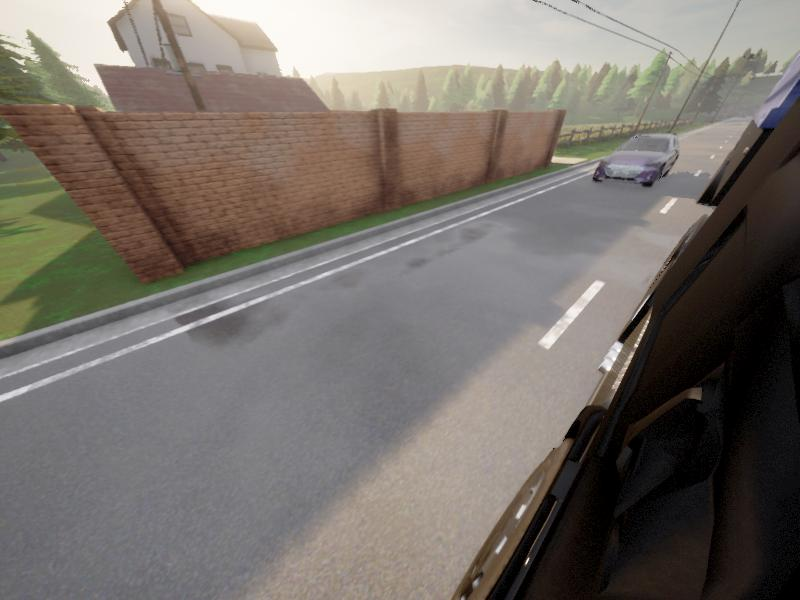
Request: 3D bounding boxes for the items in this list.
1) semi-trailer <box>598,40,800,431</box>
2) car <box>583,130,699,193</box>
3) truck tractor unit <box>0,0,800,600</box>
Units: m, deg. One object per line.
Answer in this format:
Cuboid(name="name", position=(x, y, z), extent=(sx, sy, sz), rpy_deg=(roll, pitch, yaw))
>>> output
Cuboid(name="semi-trailer", position=(8.686, -3.609, 4.246), extent=(14.254, 4.402, 2.717), rpy_deg=(-28, 44, -30))
Cuboid(name="car", position=(9.998, -5.895, 9.568), extent=(4.856, 1.649, 2.033), rpy_deg=(-28, 44, -30))
Cuboid(name="truck tractor unit", position=(2.645, -0.295, 0.351), extent=(6.516, 4.208, 3.053), rpy_deg=(-28, 44, -30))
